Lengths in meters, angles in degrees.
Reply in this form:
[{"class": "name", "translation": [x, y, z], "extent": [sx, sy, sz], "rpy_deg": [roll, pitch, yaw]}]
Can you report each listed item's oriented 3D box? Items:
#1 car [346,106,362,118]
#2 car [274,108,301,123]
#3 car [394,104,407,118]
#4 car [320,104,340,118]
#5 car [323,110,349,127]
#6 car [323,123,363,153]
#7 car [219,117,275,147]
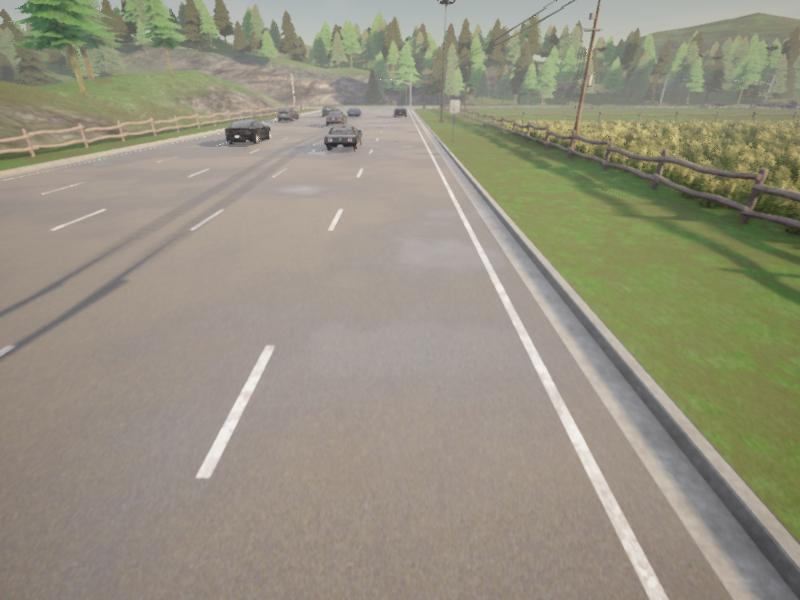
[{"class": "car", "translation": [-6.942, -28.525, 60.652], "extent": [1.994, 1.385, 4.181], "rpy_deg": [0, 27, 0]}, {"class": "car", "translation": [-13.952, -23.112, 49.966], "extent": [2.007, 1.525, 4.514], "rpy_deg": [0, 27, 0]}, {"class": "car", "translation": [0.059, -28.917, 61.139], "extent": [1.930, 1.638, 5.238], "rpy_deg": [0, 27, 0]}, {"class": "car", "translation": [-10.442, -28.537, 60.240], "extent": [2.097, 1.767, 4.553], "rpy_deg": [0, 27, 0]}, {"class": "car", "translation": [-6.955, -19.989, 44.027], "extent": [2.033, 1.411, 5.357], "rpy_deg": [0, 27, 0]}, {"class": "car", "translation": [-3.479, -10.315, 25.299], "extent": [1.895, 1.301, 4.718], "rpy_deg": [0, 27, 0]}, {"class": "car", "translation": [-10.476, -11.767, 27.862], "extent": [1.882, 1.535, 5.008], "rpy_deg": [0, 27, 0]}]
